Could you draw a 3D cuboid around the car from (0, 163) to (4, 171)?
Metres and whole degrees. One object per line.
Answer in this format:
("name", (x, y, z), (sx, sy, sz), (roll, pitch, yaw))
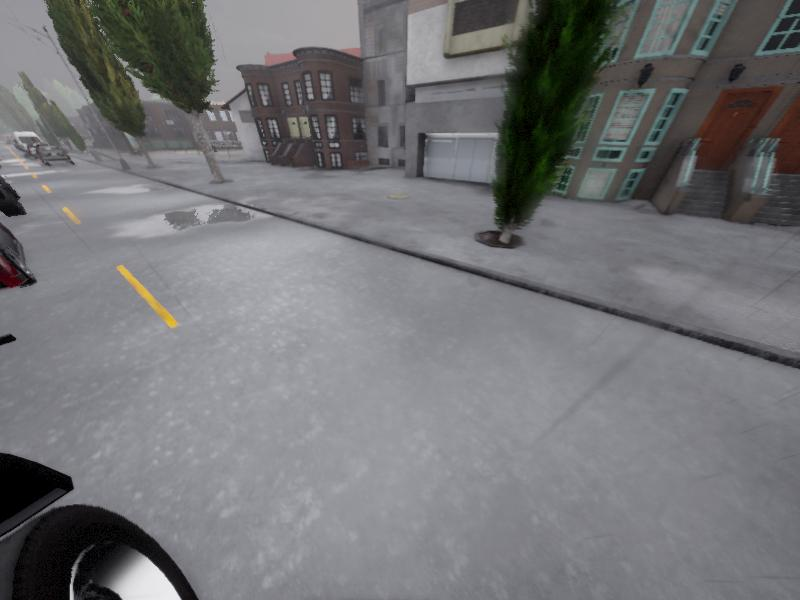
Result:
("car", (-32.800, -10.923, 17.750), (5.366, 1.575, 1.801), (22, 41, 28))

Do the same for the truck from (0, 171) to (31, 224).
("truck", (-15.310, -3.986, 7.609), (6.274, 2.098, 2.390), (22, 41, 28))

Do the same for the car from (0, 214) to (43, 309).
("car", (-8.378, -0.853, 3.860), (4.181, 1.385, 1.994), (22, 41, 28))

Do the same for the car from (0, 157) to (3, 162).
("car", (-42.252, -14.906, 23.065), (4.605, 1.855, 1.932), (22, 41, 28))

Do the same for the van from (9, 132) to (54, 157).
("van", (-49.074, -20.790, 30.766), (5.915, 2.561, 1.988), (22, 41, 28))

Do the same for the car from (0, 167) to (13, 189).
("car", (-22.913, -6.853, 12.122), (4.902, 1.511, 2.128), (22, 41, 28))

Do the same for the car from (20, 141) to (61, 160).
("car", (-42.131, -17.566, 27.072), (3.988, 1.617, 1.851), (22, 41, 28))

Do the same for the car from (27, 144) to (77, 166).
("car", (-32.545, -13.622, 21.609), (3.705, 1.549, 1.789), (23, 41, 28))
